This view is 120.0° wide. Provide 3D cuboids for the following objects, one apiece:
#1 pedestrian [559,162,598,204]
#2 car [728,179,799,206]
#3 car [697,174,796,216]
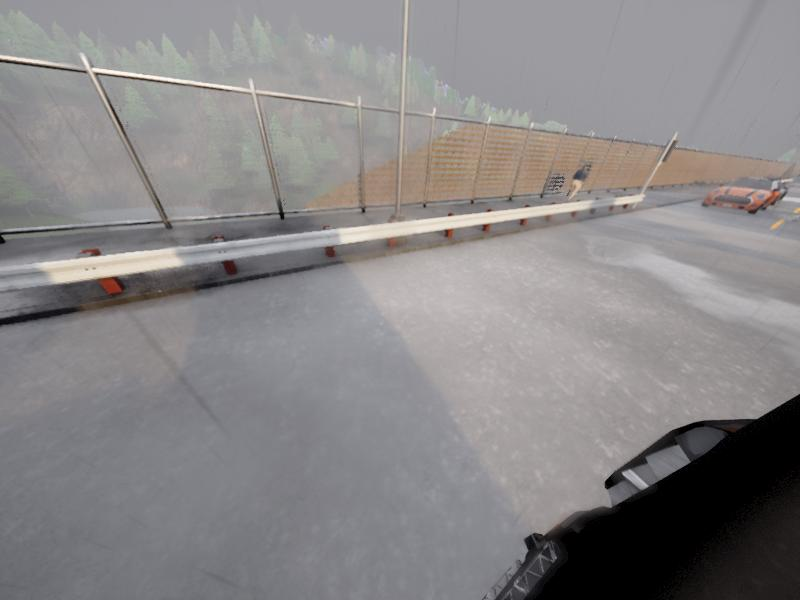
[{"bbox_3d":[9.313,-6.158,12.142,0.751,1.860,0.751,-15,38,-25],"label":"pedestrian"},{"bbox_3d":[26.579,-7.929,16.917,4.181,1.385,1.994,-16,38,-26],"label":"car"},{"bbox_3d":[20.262,-6.302,13.553,4.553,1.767,2.097,-15,38,-26],"label":"car"}]
